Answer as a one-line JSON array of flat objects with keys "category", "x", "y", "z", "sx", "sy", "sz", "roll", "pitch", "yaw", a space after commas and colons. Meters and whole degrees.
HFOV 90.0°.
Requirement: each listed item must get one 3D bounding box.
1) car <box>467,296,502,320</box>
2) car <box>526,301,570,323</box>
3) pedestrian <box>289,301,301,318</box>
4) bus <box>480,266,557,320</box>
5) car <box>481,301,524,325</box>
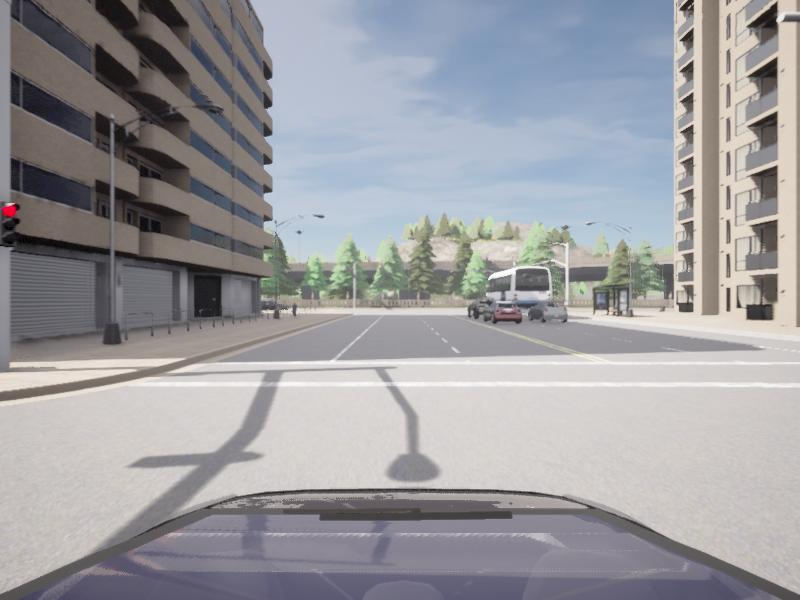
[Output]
[{"category": "car", "x": 7.010, "y": 0.646, "z": 33.665, "sx": 1.932, "sy": 1.855, "sz": 4.605, "roll": 0, "pitch": 0, "yaw": 0}, {"category": "car", "x": 10.515, "y": 0.821, "z": 28.676, "sx": 1.845, "sy": 1.501, "sz": 3.633, "roll": 0, "pitch": 0, "yaw": 0}, {"category": "pedestrian", "x": -8.346, "y": 0.761, "z": 31.791, "sx": 0.751, "sy": 1.300, "sz": 0.751, "roll": 0, "pitch": 0, "yaw": 0}, {"category": "bus", "x": 10.390, "y": -0.541, "z": 36.706, "sx": 3.944, "sy": 4.253, "sz": 10.273, "roll": 0, "pitch": 0, "yaw": 0}, {"category": "car", "x": 7.005, "y": 0.848, "z": 27.646, "sx": 1.970, "sy": 1.475, "sz": 3.806, "roll": 0, "pitch": 0, "yaw": 0}]
